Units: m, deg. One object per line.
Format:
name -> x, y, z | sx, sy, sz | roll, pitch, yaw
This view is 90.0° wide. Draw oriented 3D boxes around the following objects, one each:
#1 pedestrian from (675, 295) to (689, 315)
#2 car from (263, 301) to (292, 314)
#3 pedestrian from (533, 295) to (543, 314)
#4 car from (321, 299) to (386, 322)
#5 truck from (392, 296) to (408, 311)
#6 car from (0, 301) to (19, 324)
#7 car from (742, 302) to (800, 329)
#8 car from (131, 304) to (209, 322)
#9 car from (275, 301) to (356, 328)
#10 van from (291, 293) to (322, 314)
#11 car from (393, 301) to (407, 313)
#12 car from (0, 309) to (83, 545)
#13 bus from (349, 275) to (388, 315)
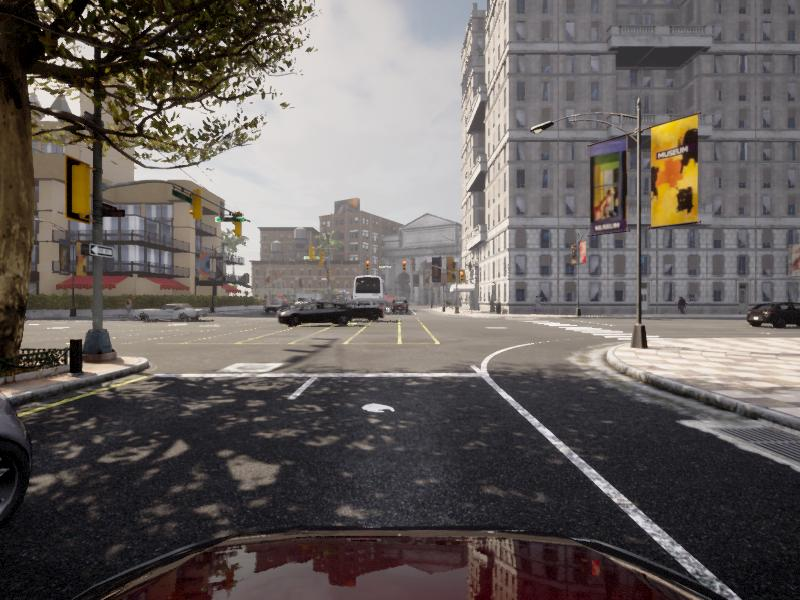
pedestrian -> 26.246, 0.480, 37.232 | 0.751, 1.860, 0.751 | 0, 0, -5
car -> -15.001, 0.888, 49.342 | 2.033, 1.411, 5.357 | 0, 0, 0
pedestrian -> 13.649, 0.479, 39.556 | 0.751, 1.860, 0.751 | 0, 0, -5
car -> -3.401, 0.751, 29.875 | 4.611, 1.667, 2.242 | 0, 0, -1
truck -> 0.000, 0.534, 59.649 | 2.390, 2.098, 6.274 | 0, 0, 0
car -> -28.428, 0.821, 26.230 | 4.974, 1.542, 2.038 | 0, 0, 0
car -> 22.546, 0.851, 23.029 | 4.193, 1.474, 1.816 | 0, 0, 0
car -> -17.041, 0.940, 29.796 | 4.718, 1.301, 1.895 | 0, 0, 0
car -> -5.105, 0.825, 24.208 | 4.514, 1.525, 2.007 | 0, 0, -23
van -> -11.502, 0.371, 49.802 | 2.351, 2.431, 6.366 | 0, 0, 0
car -> -0.022, 0.862, 52.172 | 1.812, 1.442, 4.674 | 0, 0, 0
car -> -3.492, 0.826, 1.425 | 1.845, 1.501, 3.633 | 0, 0, 0
bus -> -3.622, -0.541, 48.601 | 3.944, 4.253, 10.273 | 0, 0, 0
